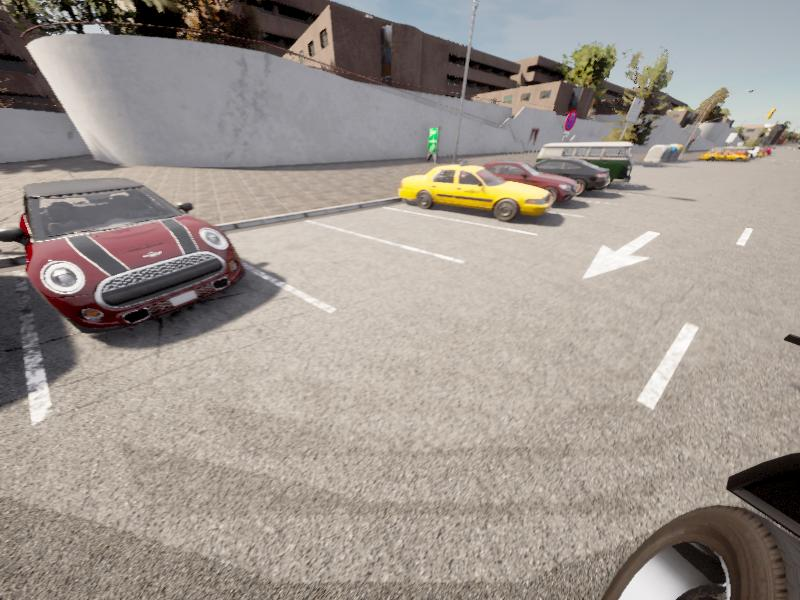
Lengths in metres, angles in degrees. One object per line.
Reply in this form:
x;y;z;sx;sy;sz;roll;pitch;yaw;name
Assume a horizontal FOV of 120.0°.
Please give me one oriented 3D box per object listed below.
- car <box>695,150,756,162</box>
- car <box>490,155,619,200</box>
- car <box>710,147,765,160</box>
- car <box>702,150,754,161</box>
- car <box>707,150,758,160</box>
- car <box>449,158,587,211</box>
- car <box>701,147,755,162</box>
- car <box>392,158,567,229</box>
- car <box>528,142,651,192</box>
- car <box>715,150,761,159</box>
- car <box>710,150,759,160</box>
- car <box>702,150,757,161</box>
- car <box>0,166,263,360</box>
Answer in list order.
52.595;-23.439;37.561;5.366;1.575;1.946;22;39;28;car
7.186;-6.050;11.164;4.674;1.452;2.002;21;41;29;car
67.071;-29.337;46.108;5.566;2.045;2.435;22;39;28;car
57.301;-25.356;40.537;4.792;1.488;2.163;22;39;28;car
62.215;-27.245;43.368;4.892;1.521;2.231;22;39;28;car
4.746;-5.060;9.783;4.674;1.452;2.002;21;40;29;car
54.983;-24.585;38.899;4.442;1.987;1.878;22;39;28;car
2.460;-4.041;8.280;5.366;1.575;1.946;21;40;29;car
9.720;-7.232;12.353;4.442;1.987;1.878;21;40;29;car
69.537;-30.057;47.682;4.892;1.521;2.231;22;39;28;car
64.653;-28.189;44.809;5.008;1.535;2.097;22;39;28;car
59.616;-26.373;42.025;5.366;1.575;1.946;21;39;28;car
-5.038;-1.224;4.147;4.553;1.767;2.185;21;40;29;car
